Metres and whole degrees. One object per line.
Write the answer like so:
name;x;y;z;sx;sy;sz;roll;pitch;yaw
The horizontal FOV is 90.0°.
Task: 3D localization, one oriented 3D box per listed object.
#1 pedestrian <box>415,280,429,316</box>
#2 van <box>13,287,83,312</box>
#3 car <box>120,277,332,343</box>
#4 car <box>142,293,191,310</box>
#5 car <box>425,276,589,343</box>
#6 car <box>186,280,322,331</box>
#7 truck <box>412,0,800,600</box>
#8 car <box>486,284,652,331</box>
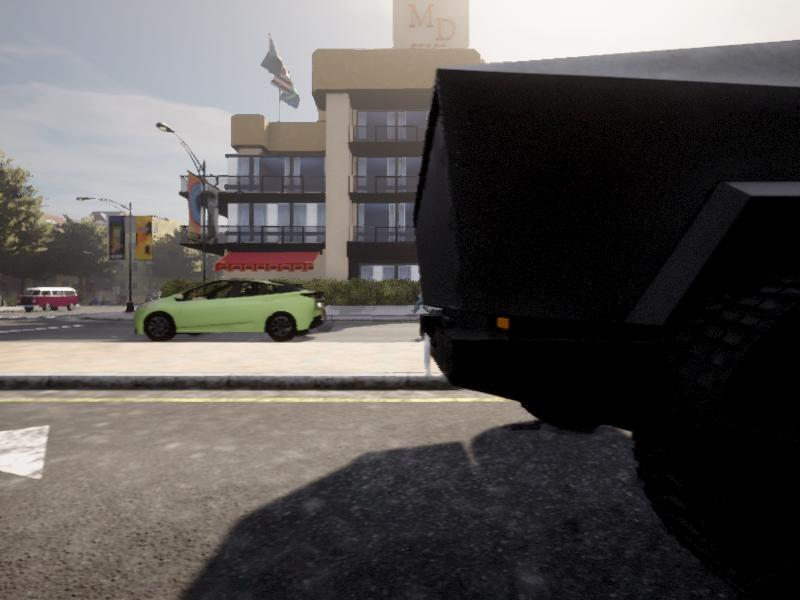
pedestrian;1.138;-0.115;20.894;0.751;1.860;0.751;0;0;2
van;-30.075;-0.054;34.376;2.069;2.038;4.480;0;1;0
car;-4.169;0.225;10.195;4.514;1.525;2.007;0;0;0
car;-23.105;0.141;39.859;2.242;1.667;4.611;0;0;0
car;2.544;0.214;10.201;3.705;1.549;1.789;0;0;0
car;-4.837;0.184;13.706;3.988;1.617;1.851;0;0;0
truck;3.239;-0.057;2.201;6.274;2.098;2.390;0;0;0
car;5.599;0.248;13.698;4.892;1.490;1.837;0;0;0
